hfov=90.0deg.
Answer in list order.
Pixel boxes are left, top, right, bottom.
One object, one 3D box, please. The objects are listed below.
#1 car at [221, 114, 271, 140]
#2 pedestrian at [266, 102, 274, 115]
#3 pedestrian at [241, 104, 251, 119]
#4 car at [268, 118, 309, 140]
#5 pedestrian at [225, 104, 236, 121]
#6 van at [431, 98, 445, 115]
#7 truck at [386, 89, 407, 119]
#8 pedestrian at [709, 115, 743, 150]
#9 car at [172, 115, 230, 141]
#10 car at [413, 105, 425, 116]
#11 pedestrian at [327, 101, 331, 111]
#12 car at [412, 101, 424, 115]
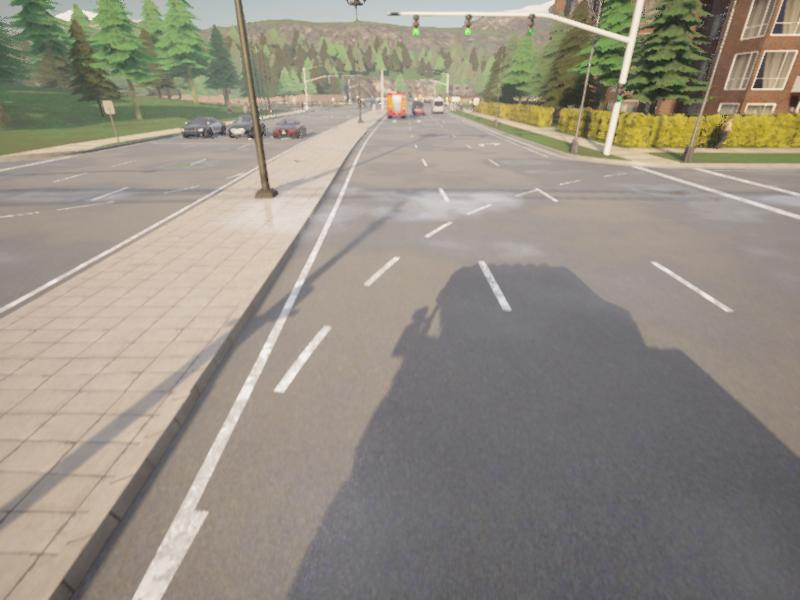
[{"bbox_3d":[-12.234,-13.991,32.186,2.033,1.649,4.856,0,27,0],"label":"car"},{"bbox_3d":[-20.435,-30.167,63.110,0.751,1.860,0.751,1,27,2],"label":"pedestrian"},{"bbox_3d":[-20.423,-25.034,53.084,0.751,1.860,0.751,1,27,2],"label":"pedestrian"},{"bbox_3d":[-8.713,-13.584,31.679,1.994,1.385,4.181,0,27,0],"label":"car"},{"bbox_3d":[-20.762,-22.951,49.016,0.751,1.860,0.751,0,27,1],"label":"pedestrian"},{"bbox_3d":[6.727,-34.971,72.182,1.988,2.561,5.915,0,27,1],"label":"van"},{"bbox_3d":[-0.427,-29.625,60.325,2.891,3.827,8.468,0,27,1],"label":"truck"},{"bbox_3d":[18.849,-9.697,23.177,0.751,1.860,0.751,1,27,1],"label":"pedestrian"},{"bbox_3d":[-15.721,-13.832,31.978,2.038,1.542,4.974,0,27,0],"label":"car"},{"bbox_3d":[3.122,-31.566,66.549,1.851,1.617,3.988,0,27,1],"label":"car"},{"bbox_3d":[-14.751,-40.108,82.893,0.751,1.860,0.751,-5,28,-10],"label":"pedestrian"},{"bbox_3d":[3.226,-35.011,72.798,2.150,2.045,5.566,0,27,1],"label":"car"}]
